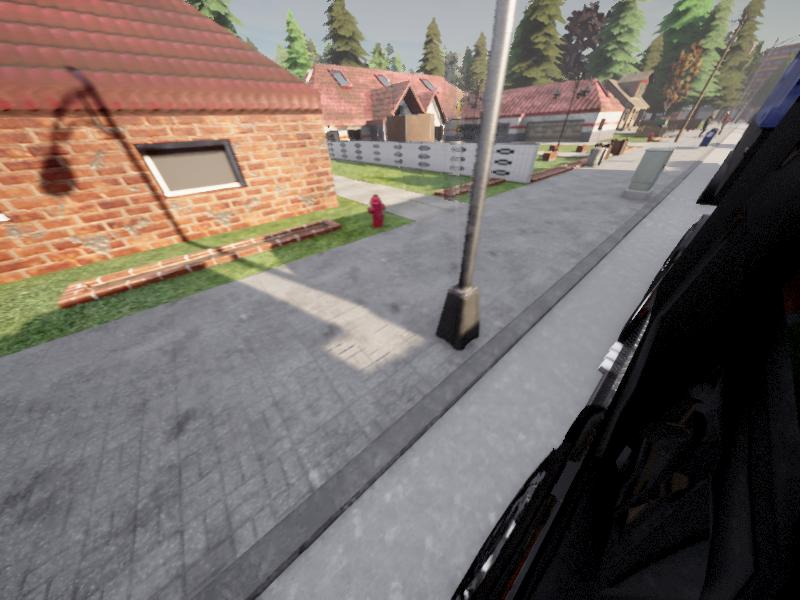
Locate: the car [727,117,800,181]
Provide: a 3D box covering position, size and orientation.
[{"bbox_3d":[16.219,-6.489,9.726,4.605,1.855,1.932,-27,43,-29],"label":"car"}]

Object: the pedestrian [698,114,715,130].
[{"bbox_3d":[45.177,-26.220,34.071,0.751,1.860,0.751,-29,44,-31],"label":"pedestrian"}]

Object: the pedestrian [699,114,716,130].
[{"bbox_3d":[46.681,-27.025,35.051,0.751,1.860,0.751,-32,46,-33],"label":"pedestrian"}]

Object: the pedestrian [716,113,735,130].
[{"bbox_3d":[46.499,-25.473,32.985,0.751,1.860,0.751,-29,44,-31],"label":"pedestrian"}]

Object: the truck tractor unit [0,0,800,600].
[{"bbox_3d":[2.645,-0.295,0.351,6.516,4.208,3.053,-28,44,-30],"label":"truck tractor unit"}]

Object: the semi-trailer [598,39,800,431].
[{"bbox_3d":[8.690,-3.609,4.236,14.254,4.402,2.717,-28,44,-30],"label":"semi-trailer"}]
